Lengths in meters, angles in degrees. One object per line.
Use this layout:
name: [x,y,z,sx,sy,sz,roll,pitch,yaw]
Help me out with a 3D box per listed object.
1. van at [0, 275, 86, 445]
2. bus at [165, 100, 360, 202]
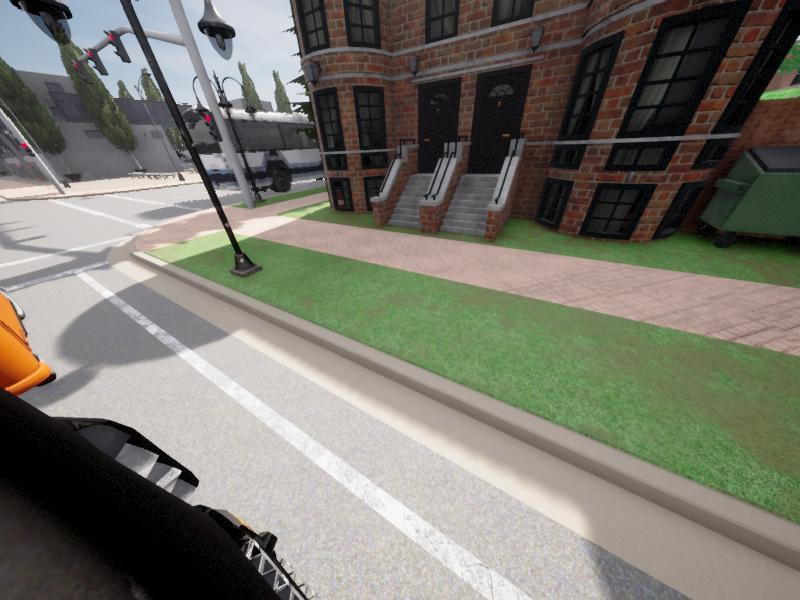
van: [-5.884,0.148,2.363,4.442,1.987,1.775,16,38,26]
bus: [-7.780,-10.128,15.916,3.944,4.253,10.273,16,38,26]
